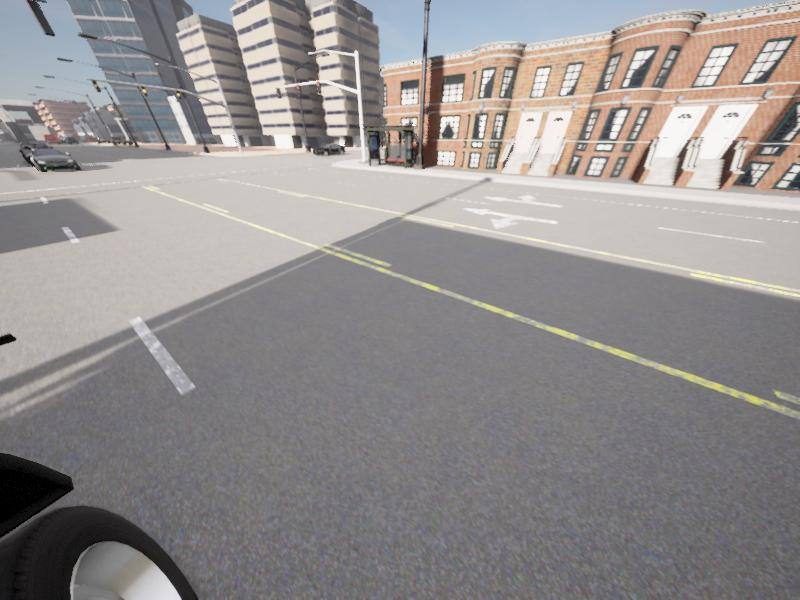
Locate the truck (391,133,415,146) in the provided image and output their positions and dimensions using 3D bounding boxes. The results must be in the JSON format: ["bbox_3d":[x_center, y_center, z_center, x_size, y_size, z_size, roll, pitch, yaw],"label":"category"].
[{"bbox_3d":[1.180,-59.130,85.045,8.468,3.827,2.891,20,40,27],"label":"truck"}]

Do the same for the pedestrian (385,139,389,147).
[{"bbox_3d":[-3.477,-42.187,61.983,0.751,1.860,0.751,-26,43,-32],"label":"pedestrian"}]

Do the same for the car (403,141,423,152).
[{"bbox_3d":[2.393,-28.937,43.613,1.851,1.617,3.988,22,41,28],"label":"car"}]

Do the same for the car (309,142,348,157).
[{"bbox_3d":[-10.311,-22.017,33.656,1.930,1.638,5.238,22,41,28],"label":"car"}]

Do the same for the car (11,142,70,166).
[{"bbox_3d":[-33.855,-13.789,21.757,4.611,1.667,2.242,22,41,28],"label":"car"}]

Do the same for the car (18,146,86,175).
[{"bbox_3d":[-26.665,-10.806,17.699,4.974,1.542,2.038,23,41,28],"label":"car"}]
